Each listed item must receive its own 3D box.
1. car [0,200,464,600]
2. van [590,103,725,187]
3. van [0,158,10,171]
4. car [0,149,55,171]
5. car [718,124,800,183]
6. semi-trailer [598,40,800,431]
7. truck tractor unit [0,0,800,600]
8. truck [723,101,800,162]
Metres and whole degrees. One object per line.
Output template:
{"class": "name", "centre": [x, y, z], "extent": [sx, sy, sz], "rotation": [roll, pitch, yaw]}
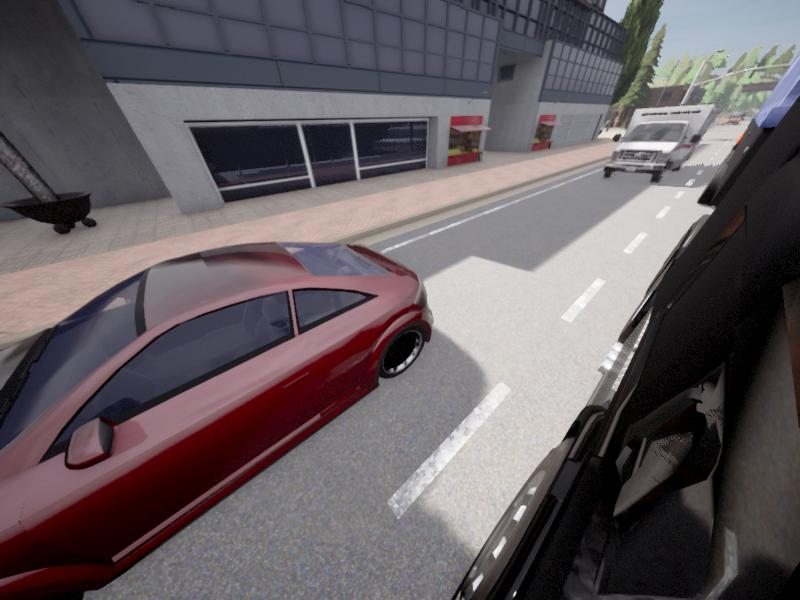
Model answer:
{"class": "car", "centre": [-1.650, 0.422, 2.032], "extent": [4.181, 1.385, 1.994], "rotation": [-28, 44, -30]}
{"class": "van", "centre": [11.546, -7.040, 10.312], "extent": [6.366, 2.431, 2.351], "rotation": [-28, 44, -30]}
{"class": "van", "centre": [-44.590, -14.693, 23.932], "extent": [1.988, 2.561, 5.915], "rotation": [-28, 43, -30]}
{"class": "car", "centre": [-42.276, -16.020, 26.314], "extent": [1.930, 1.638, 5.238], "rotation": [-28, 44, -30]}
{"class": "car", "centre": [15.848, -6.284, 9.676], "extent": [4.611, 1.667, 2.242], "rotation": [-28, 44, -30]}
{"class": "semi-trailer", "centre": [8.696, -3.606, 4.232], "extent": [14.254, 4.402, 2.717], "rotation": [-28, 44, -30]}
{"class": "truck tractor unit", "centre": [2.645, -0.295, 0.351], "extent": [6.516, 4.208, 3.053], "rotation": [-28, 44, -30]}
{"class": "truck", "centre": [21.529, -9.632, 13.123], "extent": [5.204, 2.467, 2.627], "rotation": [-28, 44, -30]}
